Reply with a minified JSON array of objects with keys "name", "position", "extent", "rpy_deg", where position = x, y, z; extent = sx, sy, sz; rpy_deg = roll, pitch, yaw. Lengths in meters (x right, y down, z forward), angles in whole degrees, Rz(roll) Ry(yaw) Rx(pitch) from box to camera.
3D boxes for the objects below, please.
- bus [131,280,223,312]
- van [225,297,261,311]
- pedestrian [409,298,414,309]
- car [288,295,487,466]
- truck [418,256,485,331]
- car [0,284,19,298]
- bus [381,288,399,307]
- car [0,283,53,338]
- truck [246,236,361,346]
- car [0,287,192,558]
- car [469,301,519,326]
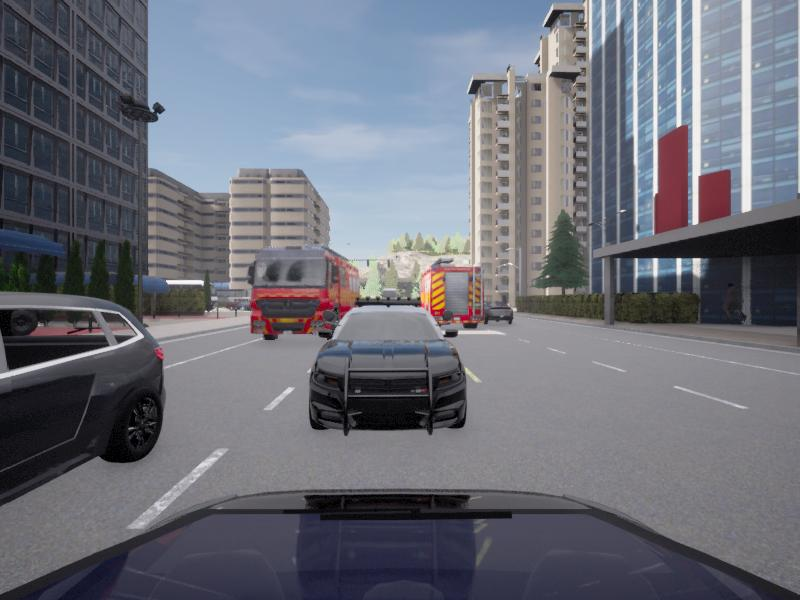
[{"name":"bus","position":[-30.152,-0.534,54.400],"extent":[10.273,4.253,3.944],"rpy_deg":[0,0,-1]},{"name":"van","position":[-22.666,0.598,57.894],"extent":[4.442,1.987,1.775],"rpy_deg":[0,0,-1]},{"name":"pedestrian","position":[2.102,0.637,72.244],"extent":[0.751,1.860,0.751],"rpy_deg":[0,0,4]},{"name":"car","position":[-0.189,0.771,6.483],"extent":[1.930,1.638,5.238],"rpy_deg":[0,0,-2]},{"name":"truck","position":[2.854,-0.321,24.811],"extent":[2.891,3.827,8.468],"rpy_deg":[0,0,-1]},{"name":"car","position":[-16.357,-0.347,15.659],"extent":[1.750,0.535,1.642],"rpy_deg":[0,0,29]},{"name":"bus","position":[-2.268,-0.539,93.695],"extent":[3.944,4.253,10.273],"rpy_deg":[0,0,-1]},{"name":"car","position":[-17.017,0.402,14.472],"extent":[2.390,2.098,6.274],"rpy_deg":[0,0,29]},{"name":"truck","position":[-3.786,-0.322,18.192],"extent":[2.891,3.827,8.468],"rpy_deg":[0,0,2]},{"name":"car","position":[-3.586,0.756,2.516],"extent":[2.242,1.667,4.611],"rpy_deg":[0,0,-1]},{"name":"car","position":[6.286,0.836,27.390],"extent":[2.128,1.511,4.902],"rpy_deg":[0,0,-2]}]
